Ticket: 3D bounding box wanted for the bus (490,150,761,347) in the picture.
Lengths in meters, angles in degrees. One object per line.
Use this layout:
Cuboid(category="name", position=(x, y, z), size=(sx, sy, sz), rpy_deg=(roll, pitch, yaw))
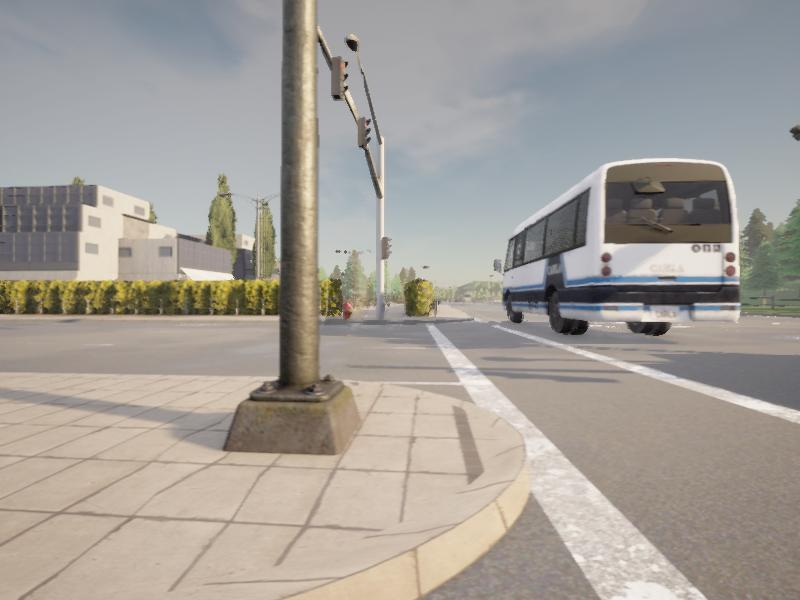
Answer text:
Cuboid(category="bus", position=(6.037, -1.114, 13.825), size=(3.944, 4.253, 10.273), rpy_deg=(0, 0, 3))
